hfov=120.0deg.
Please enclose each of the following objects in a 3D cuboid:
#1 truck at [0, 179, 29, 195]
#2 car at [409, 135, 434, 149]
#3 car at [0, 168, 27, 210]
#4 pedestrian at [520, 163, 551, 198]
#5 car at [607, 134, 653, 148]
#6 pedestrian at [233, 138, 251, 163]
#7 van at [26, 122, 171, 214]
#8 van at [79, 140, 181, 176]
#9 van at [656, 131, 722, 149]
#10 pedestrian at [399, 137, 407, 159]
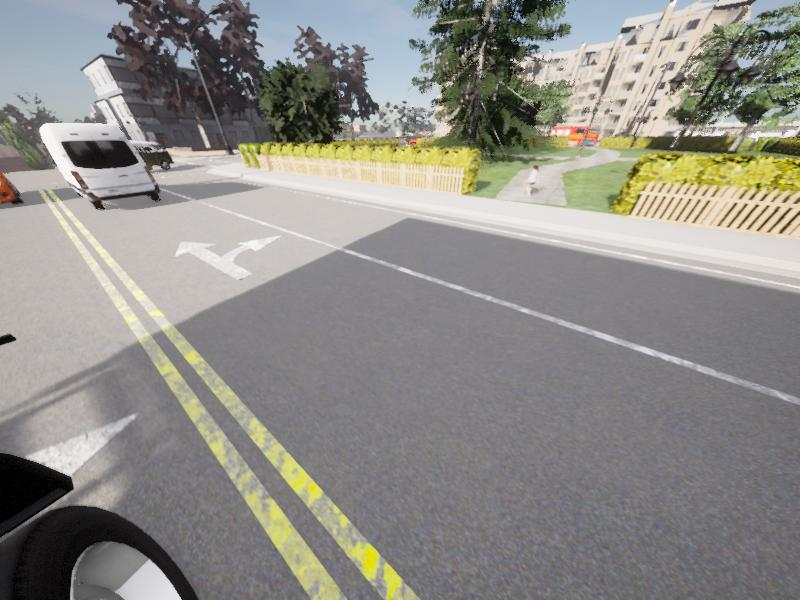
[{"bbox_3d":[-85.948,-24.374,50.099,2.627,2.467,5.204,22,42,28],"label":"truck"},{"bbox_3d":[4.268,-31.465,45.886,2.150,2.045,5.566,23,42,29],"label":"car"},{"bbox_3d":[-17.152,-4.663,8.959,4.553,1.767,2.097,22,41,28],"label":"car"},{"bbox_3d":[5.006,-4.434,8.576,0.500,1.100,0.500,-12,37,-16],"label":"pedestrian"},{"bbox_3d":[42.695,-29.711,43.123,5.566,2.045,2.150,23,42,29],"label":"car"},{"bbox_3d":[-14.195,-13.482,20.858,0.751,1.860,0.751,-17,39,-22],"label":"pedestrian"},{"bbox_3d":[-12.372,-5.510,9.456,5.915,2.561,1.988,22,41,29],"label":"van"},{"bbox_3d":[-19.713,-10.746,17.326,2.069,2.038,4.480,-1,34,0],"label":"van"},{"bbox_3d":[48.765,-27.272,39.349,6.366,2.431,2.351,23,42,29],"label":"van"},{"bbox_3d":[0.316,-15.606,23.703,0.751,1.860,0.751,1,36,3],"label":"pedestrian"}]
